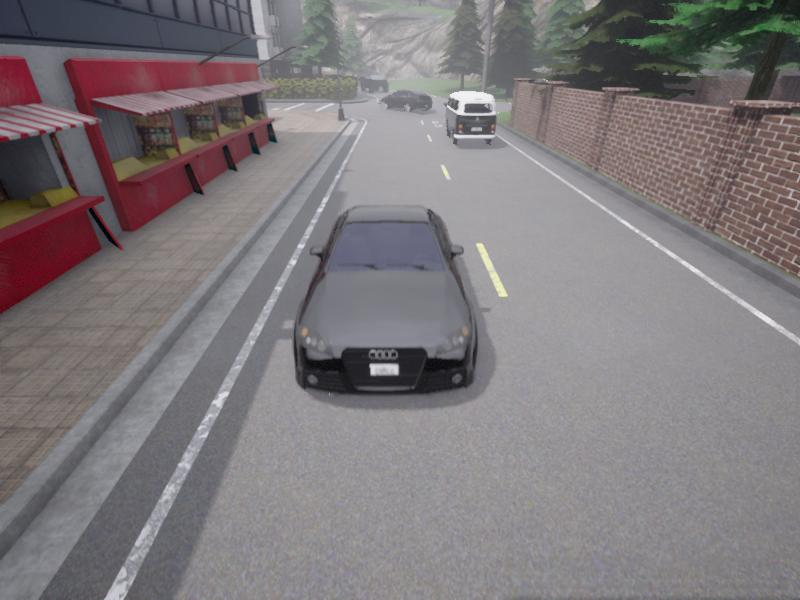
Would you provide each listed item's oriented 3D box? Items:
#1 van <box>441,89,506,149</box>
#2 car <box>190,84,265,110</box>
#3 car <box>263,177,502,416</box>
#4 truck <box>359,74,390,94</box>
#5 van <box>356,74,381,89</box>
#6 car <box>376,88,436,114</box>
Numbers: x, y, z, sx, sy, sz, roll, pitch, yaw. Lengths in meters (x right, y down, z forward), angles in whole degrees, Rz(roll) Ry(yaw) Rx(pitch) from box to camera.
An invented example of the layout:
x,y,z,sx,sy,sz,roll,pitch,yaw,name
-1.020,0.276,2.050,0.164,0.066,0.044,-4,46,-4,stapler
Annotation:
x,y,z,sx,sy,sz,roll,pitch,yaw,name
3.200,-8.479,18.508,2.069,2.038,4.480,0,30,0,van
-13.072,-15.555,30.638,4.611,1.667,2.242,-1,30,-2,car
-0.165,-0.486,5.490,1.994,1.385,4.181,0,30,0,car
-3.473,-29.013,53.598,2.390,2.098,6.274,-10,32,-16,truck
-4.983,-34.317,62.793,1.775,1.987,4.442,-19,35,-29,van
0.370,-15.398,30.824,1.837,1.490,4.892,-21,36,-34,car
